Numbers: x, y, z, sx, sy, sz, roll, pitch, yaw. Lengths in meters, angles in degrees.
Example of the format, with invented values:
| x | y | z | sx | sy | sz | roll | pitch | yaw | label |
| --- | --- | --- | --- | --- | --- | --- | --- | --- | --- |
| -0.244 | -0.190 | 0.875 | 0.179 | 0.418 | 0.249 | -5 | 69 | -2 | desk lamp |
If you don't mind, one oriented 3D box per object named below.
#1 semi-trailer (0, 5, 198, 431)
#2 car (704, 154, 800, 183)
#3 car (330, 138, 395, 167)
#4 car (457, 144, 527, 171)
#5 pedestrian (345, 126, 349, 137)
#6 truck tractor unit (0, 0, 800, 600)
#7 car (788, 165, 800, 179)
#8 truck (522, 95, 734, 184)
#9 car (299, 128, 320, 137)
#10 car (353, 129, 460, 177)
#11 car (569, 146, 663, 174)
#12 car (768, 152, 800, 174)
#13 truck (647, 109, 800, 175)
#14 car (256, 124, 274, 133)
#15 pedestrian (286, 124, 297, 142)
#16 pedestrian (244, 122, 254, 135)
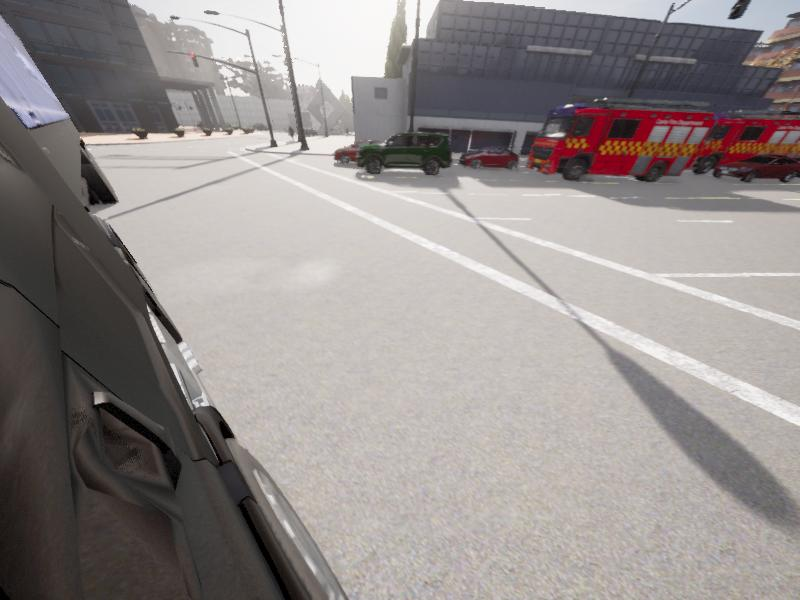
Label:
| x | y | z | sx | sy | sz | roll | pitch | yaw | label |
| --- | --- | --- | --- | --- | --- | --- | --- | --- | --- |
| -8.521 | -3.716 | 4.399 | 14.254 | 4.402 | 2.717 | 30 | 45 | 32 | semi-trailer |
| 24.059 | -8.813 | 15.421 | 4.674 | 1.442 | 1.812 | -1 | 37 | -4 | car |
| -2.515 | -10.404 | 16.252 | 4.193 | 1.474 | 1.816 | -1 | 37 | -4 | car |
| 6.605 | -10.494 | 17.020 | 4.181 | 1.385 | 1.994 | -1 | 36 | -4 | car |
| -11.880 | -37.670 | 51.682 | 0.751 | 1.860 | 0.751 | -10 | 39 | -17 | pedestrian |
| -2.645 | -0.295 | 0.351 | 6.516 | 4.208 | 3.053 | 28 | 44 | 30 | truck tractor unit |
| 30.571 | -9.056 | 15.865 | 4.193 | 1.474 | 1.816 | -2 | 37 | -4 | car |
| 12.775 | -9.451 | 13.884 | 8.468 | 3.827 | 2.891 | -1 | 37 | -4 | truck |
| -18.616 | -34.582 | 47.661 | 1.837 | 1.490 | 4.892 | 6 | 37 | 5 | car |
| 0.272 | -8.537 | 13.434 | 5.566 | 2.045 | 2.150 | 0 | 37 | -3 | car |
| 16.288 | -10.755 | 17.693 | 4.974 | 1.542 | 2.038 | -1 | 37 | -4 | car |
| 34.077 | -11.231 | 18.948 | 4.181 | 1.385 | 1.994 | -2 | 37 | -4 | car |
| 25.366 | -11.931 | 17.637 | 8.468 | 3.827 | 2.891 | -2 | 37 | -4 | truck |
| -36.961 | -46.900 | 63.087 | 5.027 | 1.651 | 2.152 | 31 | 45 | 32 | car |
| -14.163 | -21.840 | 30.240 | 0.751 | 1.860 | 0.751 | 0 | 37 | -3 | pedestrian |
| -26.829 | -30.634 | 41.189 | 0.751 | 1.860 | 0.751 | -1 | 37 | -5 | pedestrian |
